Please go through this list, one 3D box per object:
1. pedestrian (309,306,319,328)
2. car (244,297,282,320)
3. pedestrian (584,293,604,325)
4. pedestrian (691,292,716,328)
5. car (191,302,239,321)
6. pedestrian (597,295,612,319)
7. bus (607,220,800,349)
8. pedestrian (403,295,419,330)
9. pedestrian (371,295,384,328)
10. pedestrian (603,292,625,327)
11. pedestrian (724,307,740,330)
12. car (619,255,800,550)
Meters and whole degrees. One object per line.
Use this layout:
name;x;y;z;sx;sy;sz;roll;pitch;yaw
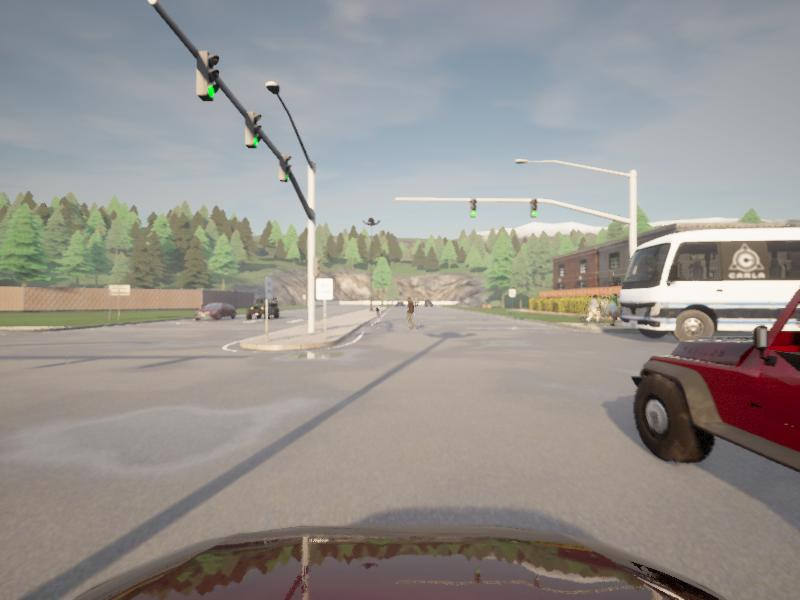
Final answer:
pedestrian;-4.603;0.896;21.287;0.500;1.100;0.500;0;0;-14
car;-11.562;0.695;34.026;1.905;1.878;3.866;0;0;0
pedestrian;11.273;0.519;23.268;0.751;1.860;0.751;0;0;-9
pedestrian;16.197;0.516;21.387;0.751;1.860;0.751;0;0;-12
car;-15.060;0.917;32.933;1.812;1.442;4.674;0;0;0
pedestrian;15.792;0.530;30.881;0.751;1.860;0.751;0;0;0
bus;14.004;-0.512;15.122;10.273;4.253;3.944;0;0;6
pedestrian;0.599;0.669;21.768;0.751;1.860;0.751;0;0;-9
pedestrian;-1.286;0.670;22.974;0.751;1.860;0.751;0;0;-1
pedestrian;11.384;0.487;21.325;0.751;1.860;0.751;0;0;-3
pedestrian;16.410;0.894;19.777;0.500;1.100;0.500;0;0;-40
car;3.498;0.651;2.714;1.905;1.878;3.866;0;0;0
